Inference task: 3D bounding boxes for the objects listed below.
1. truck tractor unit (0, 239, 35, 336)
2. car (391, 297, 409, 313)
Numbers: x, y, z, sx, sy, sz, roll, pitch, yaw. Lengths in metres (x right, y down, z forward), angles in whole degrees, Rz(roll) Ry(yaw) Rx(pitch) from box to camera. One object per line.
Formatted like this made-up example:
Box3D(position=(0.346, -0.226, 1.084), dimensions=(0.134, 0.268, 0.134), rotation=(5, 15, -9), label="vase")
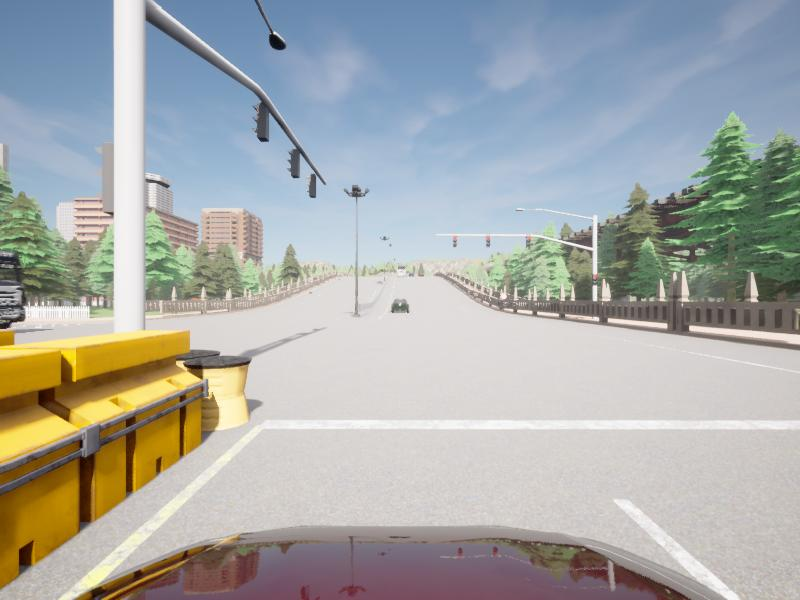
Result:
Box3D(position=(-20.708, -0.524, 17.485), dimensions=(6.516, 4.208, 3.053), rotation=(0, 0, -4), label="truck tractor unit")
Box3D(position=(0.011, 0.568, 50.075), dimensions=(2.097, 1.767, 4.553), rotation=(0, 2, 0), label="car")
